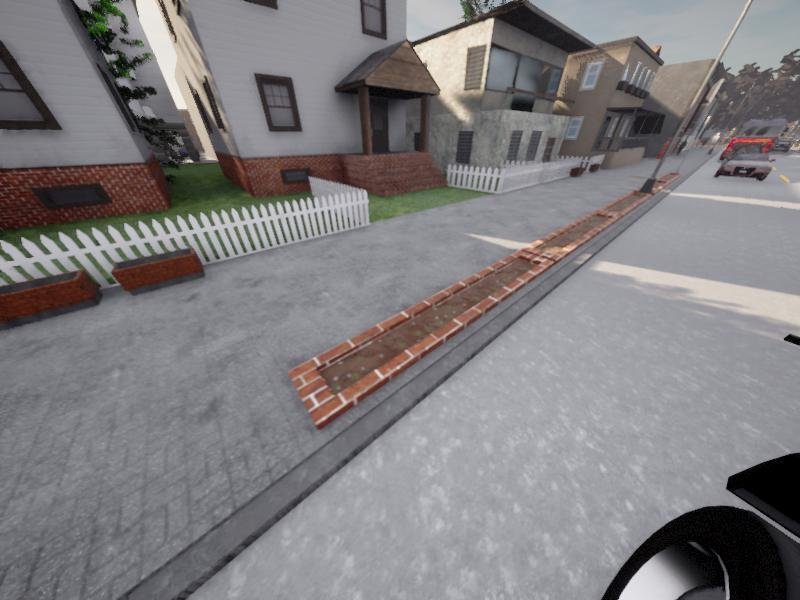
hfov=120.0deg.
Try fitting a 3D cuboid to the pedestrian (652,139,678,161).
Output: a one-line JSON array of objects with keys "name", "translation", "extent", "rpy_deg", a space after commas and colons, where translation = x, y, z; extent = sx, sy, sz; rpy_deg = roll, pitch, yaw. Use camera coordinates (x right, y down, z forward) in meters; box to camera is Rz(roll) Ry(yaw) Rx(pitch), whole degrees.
[{"name": "pedestrian", "translation": [27.389, -15.520, 23.912], "extent": [0.751, 1.860, 0.751], "rpy_deg": [-10, 36, -14]}]

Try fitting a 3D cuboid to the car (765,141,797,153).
[{"name": "car", "translation": [62.141, -25.095, 37.764], "extent": [4.974, 1.542, 2.038], "rpy_deg": [-26, 43, -32]}]

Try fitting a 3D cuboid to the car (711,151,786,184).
[{"name": "car", "translation": [21.809, -8.473, 14.599], "extent": [4.181, 1.385, 1.994], "rpy_deg": [-26, 42, -32]}]

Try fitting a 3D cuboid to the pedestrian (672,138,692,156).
[{"name": "pedestrian", "translation": [36.074, -19.556, 29.578], "extent": [0.751, 1.860, 0.751], "rpy_deg": [20, 40, 27]}]

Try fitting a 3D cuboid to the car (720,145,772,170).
[{"name": "car", "translation": [28.877, -11.978, 19.359], "extent": [3.705, 1.549, 1.789], "rpy_deg": [-26, 43, -31]}]

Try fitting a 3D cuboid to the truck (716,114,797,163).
[{"name": "truck", "translation": [38.301, -17.482, 25.134], "extent": [8.468, 3.827, 2.891], "rpy_deg": [-26, 43, -31]}]
